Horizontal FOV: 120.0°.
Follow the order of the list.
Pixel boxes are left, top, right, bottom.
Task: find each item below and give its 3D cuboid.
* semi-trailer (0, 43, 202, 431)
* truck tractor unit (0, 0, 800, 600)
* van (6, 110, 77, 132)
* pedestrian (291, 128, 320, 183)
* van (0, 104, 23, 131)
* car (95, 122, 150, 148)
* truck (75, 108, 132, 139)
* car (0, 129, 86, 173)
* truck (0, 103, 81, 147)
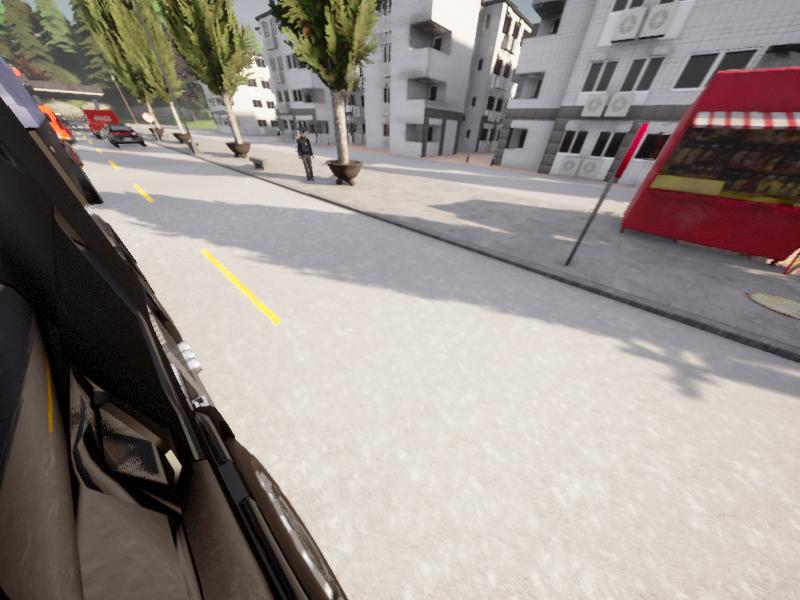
[{"bbox_3d":[-8.702,-3.602,4.226,14.254,4.402,2.717,28,44,30],"label":"semi-trailer"},{"bbox_3d":[-2.645,-0.295,0.351,6.516,4.208,3.053,28,44,30],"label":"truck tractor unit"},{"bbox_3d":[-47.115,-23.620,30.501,4.480,2.038,2.069,-2,36,-6],"label":"van"},{"bbox_3d":[-3.893,-5.957,9.578,0.751,1.860,0.751,-12,39,-19],"label":"pedestrian"},{"bbox_3d":[-49.339,-20.880,26.297,5.915,2.561,1.988,-25,44,-31],"label":"van"},{"bbox_3d":[-23.535,-13.987,19.551,4.974,1.542,2.038,29,44,30],"label":"car"},{"bbox_3d":[-32.334,-19.236,25.213,5.204,2.467,2.627,29,44,31],"label":"truck"},{"bbox_3d":[-17.266,-7.277,11.135,4.181,1.385,1.994,30,45,31],"label":"car"},{"bbox_3d":[-27.968,-13.637,18.026,5.204,2.467,2.627,29,44,31],"label":"truck"}]
